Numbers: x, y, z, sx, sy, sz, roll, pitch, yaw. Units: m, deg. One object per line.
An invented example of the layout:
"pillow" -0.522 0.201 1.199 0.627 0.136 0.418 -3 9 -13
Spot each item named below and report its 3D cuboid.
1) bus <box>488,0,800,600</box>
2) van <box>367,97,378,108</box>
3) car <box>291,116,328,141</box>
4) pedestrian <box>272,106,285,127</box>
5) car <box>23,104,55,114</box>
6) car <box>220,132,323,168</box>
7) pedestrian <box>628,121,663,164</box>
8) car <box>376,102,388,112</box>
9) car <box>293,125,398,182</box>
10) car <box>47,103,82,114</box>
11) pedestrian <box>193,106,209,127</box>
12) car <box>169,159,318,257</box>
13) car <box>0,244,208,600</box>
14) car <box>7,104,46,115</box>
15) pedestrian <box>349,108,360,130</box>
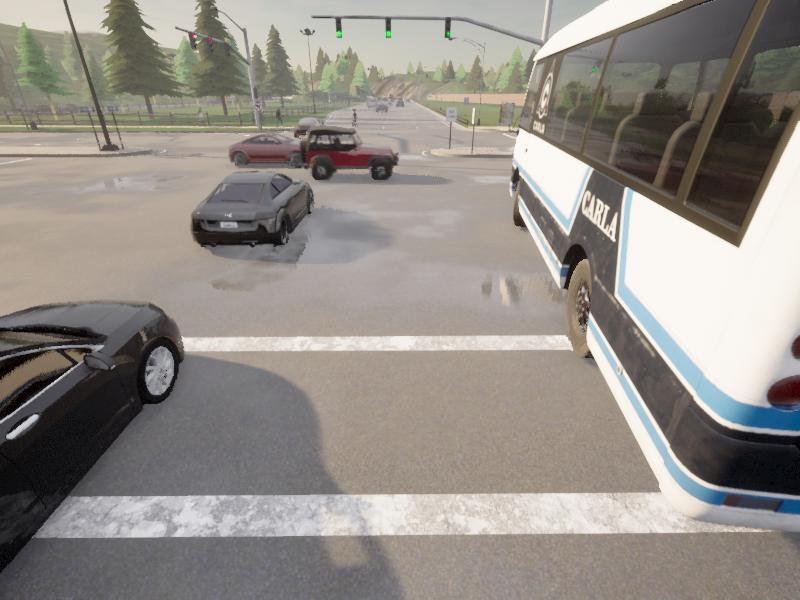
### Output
"bus" 3.893 -2.135 6.128 3.944 4.253 10.273 3 28 7
"van" -6.908 -50.587 102.468 2.351 2.431 6.366 0 27 0
"car" -6.976 -13.436 31.205 1.812 1.442 4.674 0 27 0
"pedestrian" -11.766 -17.807 38.876 0.751 1.860 0.751 2 27 3
"car" -64.594 -34.247 71.643 1.851 1.617 3.988 0 27 0
"car" -6.053 -7.276 19.292 4.181 1.385 1.994 0 27 1
"pedestrian" 11.925 -7.674 19.474 0.751 1.860 0.751 0 27 0
"car" -3.430 -37.736 78.334 2.152 1.651 5.027 0 27 0
"car" -2.018 -5.890 16.017 3.866 1.878 1.905 0 27 0
"car" -61.086 -34.978 72.938 2.033 1.649 4.856 0 27 0
"pedestrian" -19.619 -18.084 39.415 0.751 1.860 0.751 2 27 3
"car" -3.495 -2.488 9.967 1.994 1.385 4.181 0 27 0
"car" -3.500 1.095 2.845 1.837 1.490 4.892 0 26 0
"car" -68.085 -34.854 73.035 2.152 1.651 5.027 0 27 0
"pedestrian" -4.378 -17.487 38.585 0.751 1.860 0.751 5 28 10
